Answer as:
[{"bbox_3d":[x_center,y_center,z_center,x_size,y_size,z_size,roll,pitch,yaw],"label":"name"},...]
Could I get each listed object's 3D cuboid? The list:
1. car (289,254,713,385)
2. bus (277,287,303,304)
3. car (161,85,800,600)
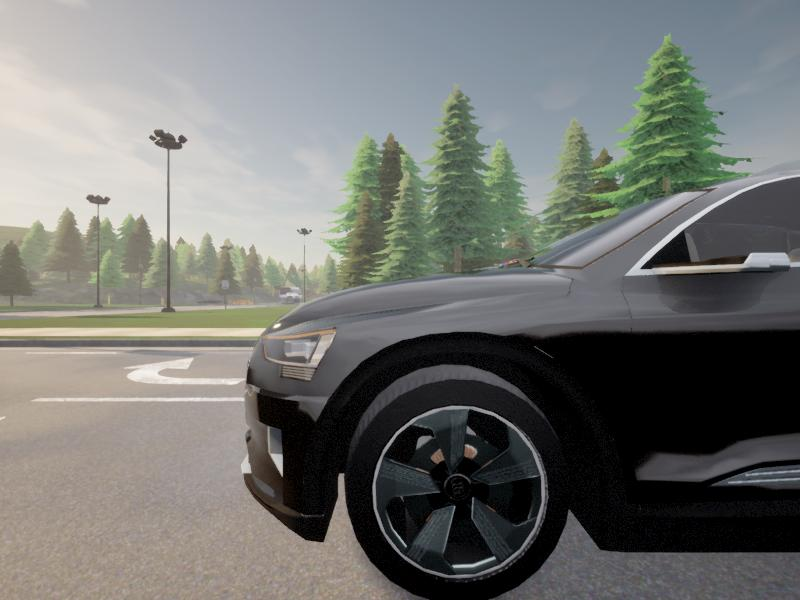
[{"bbox_3d":[1.184,0.227,5.705,4.974,1.542,2.038,0,0,0],"label":"car"},{"bbox_3d":[-28.583,-1.161,104.761,3.944,4.253,10.273,0,0,1],"label":"bus"},{"bbox_3d":[1.704,0.179,2.231,4.856,1.649,2.033,0,0,0],"label":"car"}]
